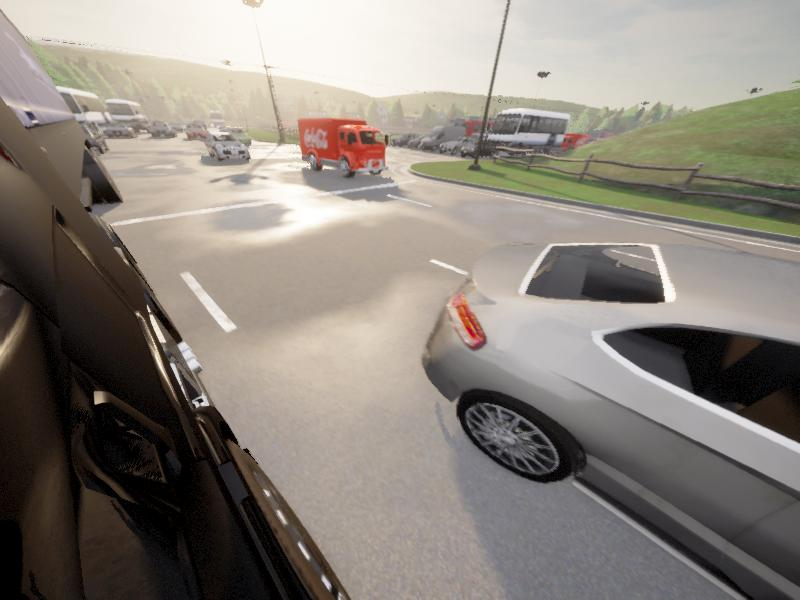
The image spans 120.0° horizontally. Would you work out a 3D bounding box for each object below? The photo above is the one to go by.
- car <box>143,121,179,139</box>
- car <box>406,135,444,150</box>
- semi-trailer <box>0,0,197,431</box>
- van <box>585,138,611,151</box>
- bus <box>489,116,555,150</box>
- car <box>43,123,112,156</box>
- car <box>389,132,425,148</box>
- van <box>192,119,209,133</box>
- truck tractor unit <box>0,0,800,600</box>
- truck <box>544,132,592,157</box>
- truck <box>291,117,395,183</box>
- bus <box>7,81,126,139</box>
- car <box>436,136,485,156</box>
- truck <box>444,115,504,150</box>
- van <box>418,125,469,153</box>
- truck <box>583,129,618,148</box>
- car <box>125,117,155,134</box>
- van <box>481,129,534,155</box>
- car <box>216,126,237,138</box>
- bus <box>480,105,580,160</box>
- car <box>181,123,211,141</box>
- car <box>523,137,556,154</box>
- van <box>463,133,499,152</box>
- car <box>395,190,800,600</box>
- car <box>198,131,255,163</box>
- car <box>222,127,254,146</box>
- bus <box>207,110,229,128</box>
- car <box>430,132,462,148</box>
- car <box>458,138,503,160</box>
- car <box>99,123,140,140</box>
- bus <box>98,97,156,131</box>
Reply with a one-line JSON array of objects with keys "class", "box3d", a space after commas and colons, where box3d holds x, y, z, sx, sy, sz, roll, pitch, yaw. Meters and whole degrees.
[{"class": "car", "box3d": [-30.070, -21.552, 29.236, 2.242, 1.667, 4.611, -20, 42, -27]}, {"class": "car", "box3d": [3.310, -20.978, 30.758, 4.892, 1.490, 1.837, -20, 42, -27]}, {"class": "semi-trailer", "box3d": [-8.471, -3.746, 4.444, 14.254, 4.402, 2.717, 31, 45, 32]}, {"class": "van", "box3d": [40.905, -32.183, 47.745, 4.480, 2.038, 2.069, -20, 42, -27]}, {"class": "bus", "box3d": [20.779, -28.245, 39.317, 10.273, 4.253, 3.944, -20, 42, -27]}, {"class": "car", "box3d": [-21.081, -10.666, 15.312, 1.789, 1.549, 3.705, -26, 45, -32]}, {"class": "car", "box3d": [0.937, -22.691, 32.755, 4.611, 1.667, 2.242, -20, 42, -27]}, {"class": "van", "box3d": [-38.014, -33.229, 44.122, 1.775, 1.987, 4.442, -19, 42, -27]}, {"class": "truck tractor unit", "box3d": [-2.645, -0.295, 0.351, 6.516, 4.208, 3.053, 28, 44, 30]}, {"class": "truck", "box3d": [22.456, -20.749, 30.863, 5.204, 2.467, 2.627, -20, 42, -28]}, {"class": "truck", "box3d": [-3.058, -8.209, 12.419, 5.204, 2.467, 2.627, 31, 45, 33]}, {"class": "bus", "box3d": [-36.687, -21.367, 26.403, 3.944, 4.253, 10.273, -20, 42, -27]}, {"class": "car", "box3d": [6.823, -17.294, 25.936, 5.027, 1.651, 2.152, -20, 42, -27]}, {"class": "truck", "box3d": [10.914, -24.626, 34.188, 8.468, 3.827, 2.891, -20, 42, -27]}, {"class": "van", "box3d": [5.263, -19.593, 28.152, 5.915, 2.561, 1.988, -20, 42, -27]}, {"class": "truck", "box3d": [52.020, -41.877, 59.954, 8.468, 3.827, 2.891, -20, 42, -27]}, {"class": "car", "box3d": [-38.691, -26.045, 34.517, 1.905, 1.878, 3.866, -19, 43, -27]}, {"class": "van", "box3d": [13.722, -20.088, 29.452, 6.366, 2.431, 2.351, -20, 42, -27]}, {"class": "car", "box3d": [-26.589, -25.770, 35.370, 1.994, 1.385, 4.181, -19, 42, -27]}, {"class": "bus", "box3d": [14.483, -18.495, 25.839, 10.273, 4.253, 3.944, -20, 42, -27]}, {"class": "car", "box3d": [-25.544, -21.146, 28.985, 2.242, 1.667, 4.611, -21, 43, -28]}, {"class": "car", "box3d": [19.809, -22.062, 32.939, 3.866, 1.878, 1.905, -20, 42, -27]}, {"class": "van", "box3d": [11.062, -21.456, 31.485, 4.442, 1.987, 1.775, -20, 42, -27]}, {"class": "car", "box3d": [2.622, 0.811, 1.387, 5.027, 1.651, 2.152, 26, 43, 28]}, {"class": "car", "box3d": [-11.669, -10.302, 15.495, 1.970, 1.475, 3.806, -27, 46, -34]}, {"class": "car", "box3d": [-18.055, -18.256, 25.708, 2.007, 1.525, 4.514, -23, 44, -30]}, {"class": "bus", "box3d": [-58.684, -58.314, 74.539, 3.944, 4.253, 10.273, -19, 42, -27]}, {"class": "car", "box3d": [7.153, -25.005, 36.083, 4.605, 1.855, 1.932, -20, 42, -27]}, {"class": "car", "box3d": [8.045, -15.233, 23.264, 3.988, 1.617, 1.851, -20, 42, -27]}, {"class": "car", "box3d": [-31.746, -19.228, 26.267, 1.994, 1.385, 4.181, -21, 43, -28]}, {"class": "bus", "box3d": [-49.998, -34.262, 42.840, 3.944, 4.253, 10.273, -19, 42, -27]}]
